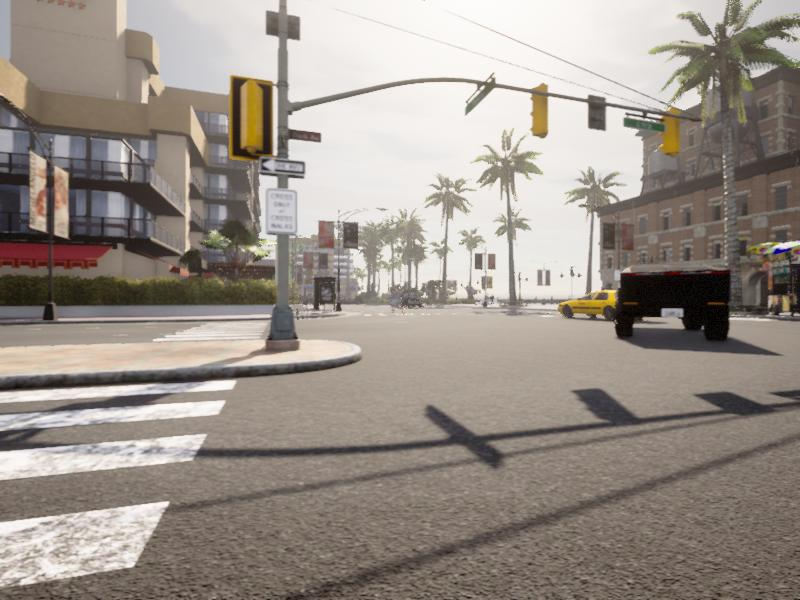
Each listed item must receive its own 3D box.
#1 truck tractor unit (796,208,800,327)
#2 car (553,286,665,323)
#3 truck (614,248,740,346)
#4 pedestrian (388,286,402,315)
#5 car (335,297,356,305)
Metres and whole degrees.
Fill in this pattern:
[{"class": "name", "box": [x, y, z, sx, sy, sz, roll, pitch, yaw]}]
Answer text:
[{"class": "truck tractor unit", "box": [16.473, -1.124, 11.530, 3.053, 4.208, 6.516, 0, 0, -16]}, {"class": "car", "box": [10.269, 0.198, 20.246, 1.801, 1.575, 5.366, 0, 0, -16]}, {"class": "truck", "box": [7.823, -0.059, 11.905, 2.390, 2.098, 6.274, 0, 0, 30]}, {"class": "pedestrian", "box": [-0.311, 0.032, 26.393, 0.751, 1.860, 0.751, 0, 0, -17]}, {"class": "car", "box": [-11.414, 0.206, 83.620, 2.242, 1.667, 4.611, 0, 0, -36]}]
